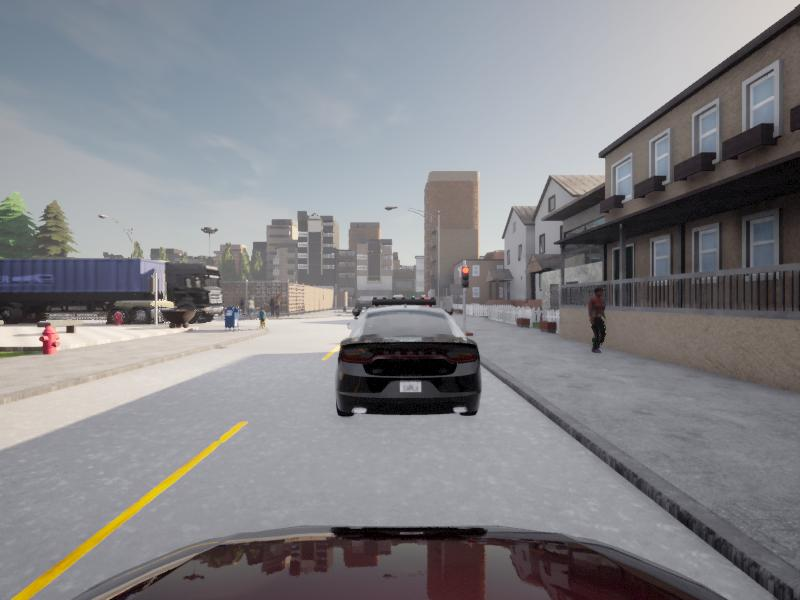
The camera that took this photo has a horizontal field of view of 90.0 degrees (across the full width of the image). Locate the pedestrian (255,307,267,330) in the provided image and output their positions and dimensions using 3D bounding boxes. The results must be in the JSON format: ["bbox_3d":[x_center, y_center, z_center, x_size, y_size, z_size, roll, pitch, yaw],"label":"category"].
[{"bbox_3d":[-6.894,0.904,19.875,0.500,1.100,0.500,0,0,-10],"label":"pedestrian"}]

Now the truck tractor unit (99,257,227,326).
[{"bbox_3d":[-15.183,-0.521,26.040,6.516,4.208,3.053,0,0,0],"label":"truck tractor unit"}]

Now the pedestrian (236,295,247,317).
[{"bbox_3d":[-13.958,0.534,35.290,0.751,1.860,0.751,0,0,-4],"label":"pedestrian"}]

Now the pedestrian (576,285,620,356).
[{"bbox_3d":[5.377,0.533,10.892,0.751,1.860,0.751,0,0,-17],"label":"pedestrian"}]

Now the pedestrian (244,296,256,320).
[{"bbox_3d":[-11.824,0.637,31.525,0.751,1.860,0.751,0,0,-31],"label":"pedestrian"}]

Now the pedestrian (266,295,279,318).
[{"bbox_3d":[-10.661,0.534,33.447,0.751,1.860,0.751,0,0,-43],"label":"pedestrian"}]

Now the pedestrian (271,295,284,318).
[{"bbox_3d":[-10.138,0.534,33.130,0.751,1.860,0.751,0,0,20],"label":"pedestrian"}]

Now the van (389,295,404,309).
[{"bbox_3d":[-0.818,0.323,78.771,1.988,2.561,5.915,1,0,-10],"label":"van"}]

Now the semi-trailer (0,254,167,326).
[{"bbox_3d":[-23.094,-0.617,25.951,14.254,4.402,2.717,0,0,-1],"label":"semi-trailer"}]

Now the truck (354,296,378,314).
[{"bbox_3d":[-4.111,0.542,49.206,2.390,2.098,6.274,0,0,0],"label":"truck"}]

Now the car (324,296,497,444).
[{"bbox_3d":[0.062,0.771,7.066,1.930,1.638,5.238,0,0,-1],"label":"car"}]
